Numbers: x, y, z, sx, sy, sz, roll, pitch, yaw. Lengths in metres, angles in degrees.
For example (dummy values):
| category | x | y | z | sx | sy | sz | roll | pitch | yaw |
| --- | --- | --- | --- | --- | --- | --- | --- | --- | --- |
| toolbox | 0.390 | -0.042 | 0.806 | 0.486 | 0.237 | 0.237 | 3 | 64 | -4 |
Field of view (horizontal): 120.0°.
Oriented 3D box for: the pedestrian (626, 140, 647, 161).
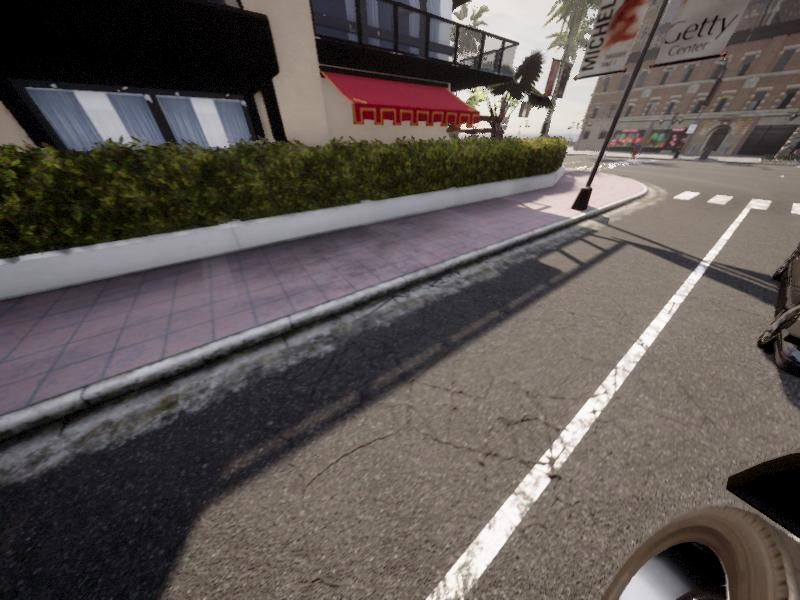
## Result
| category | x | y | z | sx | sy | sz | roll | pitch | yaw |
| --- | --- | --- | --- | --- | --- | --- | --- | --- | --- |
| pedestrian | 25.372 | -16.033 | 24.798 | 0.751 | 1.860 | 0.751 | -24 | 42 | -30 |

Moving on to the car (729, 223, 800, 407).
| category | x | y | z | sx | sy | sz | roll | pitch | yaw |
| --- | --- | --- | --- | --- | --- | --- | --- | --- | --- |
| car | 6.561 | -0.125 | 2.830 | 5.357 | 1.411 | 2.033 | -22 | 41 | -28 |

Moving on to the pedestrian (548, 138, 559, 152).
| category | x | y | z | sx | sy | sz | roll | pitch | yaw |
| --- | --- | --- | --- | --- | --- | --- | --- | --- | --- |
| pedestrian | 24.985 | -25.275 | 37.646 | 0.751 | 1.860 | 0.751 | -16 | 38 | -21 |

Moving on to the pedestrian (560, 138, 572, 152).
| category | x | y | z | sx | sy | sz | roll | pitch | yaw |
| --- | --- | --- | --- | --- | --- | --- | --- | --- | --- |
| pedestrian | 25.907 | -24.177 | 36.082 | 0.751 | 1.860 | 0.751 | -12 | 37 | -17 |

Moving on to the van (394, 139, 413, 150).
| category | x | y | z | sx | sy | sz | roll | pitch | yaw |
| --- | --- | --- | --- | --- | --- | --- | --- | --- | --- |
| van | 0.672 | -33.454 | 49.632 | 1.775 | 1.987 | 4.442 | -24 | 42 | -30 |
